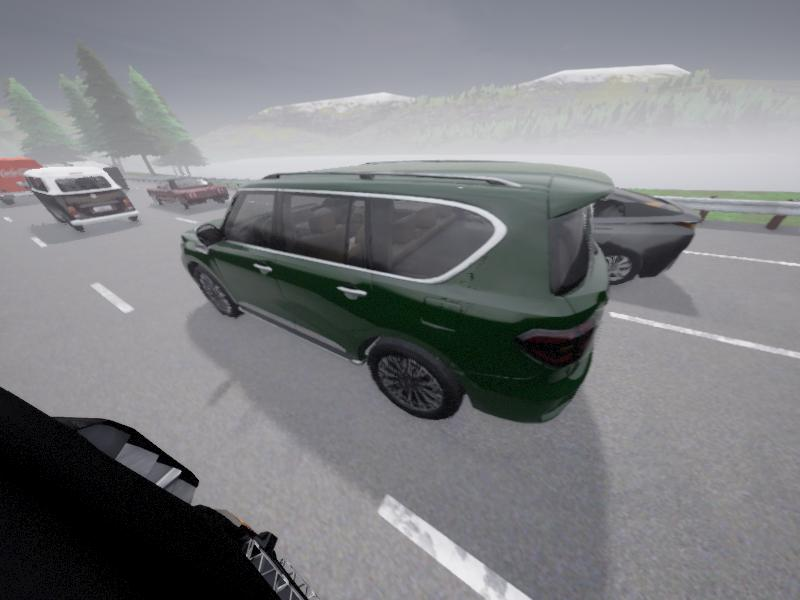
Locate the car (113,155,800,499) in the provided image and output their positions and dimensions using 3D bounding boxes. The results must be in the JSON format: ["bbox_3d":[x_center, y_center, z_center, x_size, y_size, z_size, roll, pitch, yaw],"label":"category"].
[{"bbox_3d":[-0.740,-0.637,3.103,5.566,2.045,2.150,16,38,26],"label":"car"}]

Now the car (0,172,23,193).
[{"bbox_3d":[-36.612,-10.542,20.784,4.193,1.474,1.816,14,37,23],"label":"car"}]

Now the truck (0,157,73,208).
[{"bbox_3d":[-25.343,-7.947,15.299,5.204,2.467,2.627,17,38,25],"label":"truck"}]

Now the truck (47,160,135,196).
[{"bbox_3d":[-24.527,-9.799,18.345,6.274,2.098,2.390,16,38,25],"label":"truck"}]

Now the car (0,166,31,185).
[{"bbox_3d":[-49.420,-15.545,28.762,4.605,1.855,1.932,10,36,18],"label":"car"}]

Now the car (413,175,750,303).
[{"bbox_3d":[2.756,-1.643,4.872,4.514,1.525,2.007,16,38,26],"label":"car"}]

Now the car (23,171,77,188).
[{"bbox_3d":[-36.335,-12.572,23.990,4.718,1.301,1.895,14,37,23],"label":"car"}]

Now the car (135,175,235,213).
[{"bbox_3d":[-11.004,-5.550,11.829,4.718,1.301,1.895,16,38,26],"label":"car"}]

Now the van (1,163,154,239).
[{"bbox_3d":[-12.360,-4.010,8.932,4.480,2.038,2.069,17,38,25],"label":"van"}]
